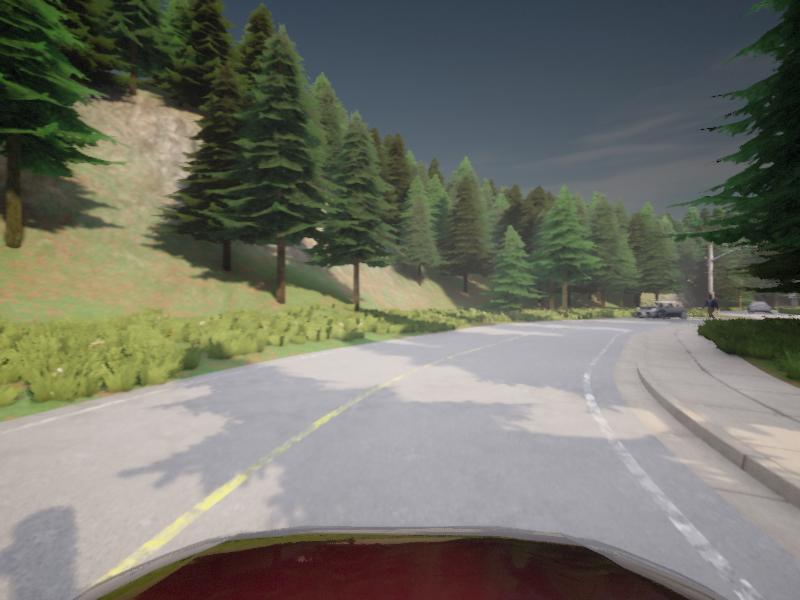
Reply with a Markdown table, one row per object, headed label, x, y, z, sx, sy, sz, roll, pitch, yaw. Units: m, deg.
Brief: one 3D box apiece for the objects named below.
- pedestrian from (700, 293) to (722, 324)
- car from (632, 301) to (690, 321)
| label | x | y | z | sx | sy | sz | roll | pitch | yaw |
| --- | --- | --- | --- | --- | --- | --- | --- | --- | --- |
| pedestrian | 18.473 | 0.494 | 23.758 | 0.751 | 1.860 | 0.751 | 0 | 0 | -23 |
| car | 21.211 | 0.862 | 32.526 | 3.806 | 1.475 | 1.970 | 0 | 0 | -18 |
